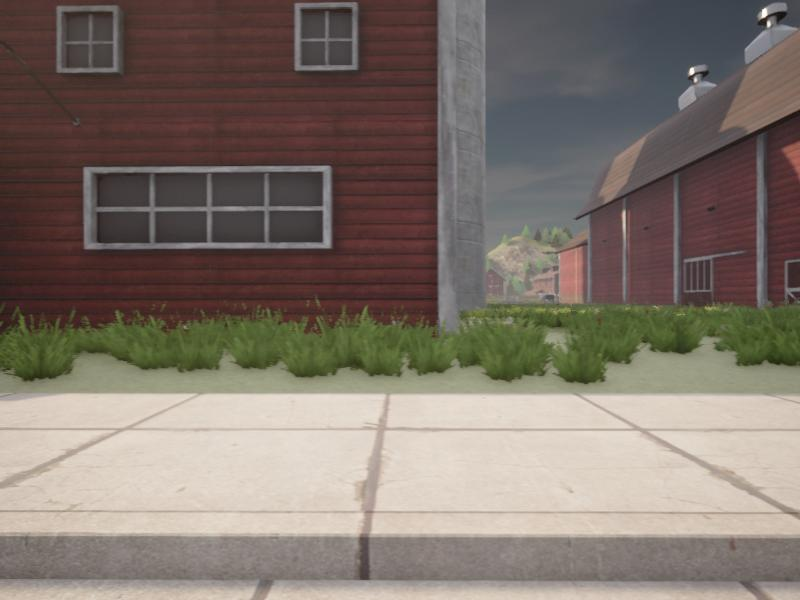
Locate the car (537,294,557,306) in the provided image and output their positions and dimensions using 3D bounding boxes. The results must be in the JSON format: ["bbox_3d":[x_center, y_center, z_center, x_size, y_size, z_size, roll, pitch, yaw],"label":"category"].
[{"bbox_3d":[23.995,0.062,65.531,1.905,1.878,3.866,0,0,1],"label":"car"}]
